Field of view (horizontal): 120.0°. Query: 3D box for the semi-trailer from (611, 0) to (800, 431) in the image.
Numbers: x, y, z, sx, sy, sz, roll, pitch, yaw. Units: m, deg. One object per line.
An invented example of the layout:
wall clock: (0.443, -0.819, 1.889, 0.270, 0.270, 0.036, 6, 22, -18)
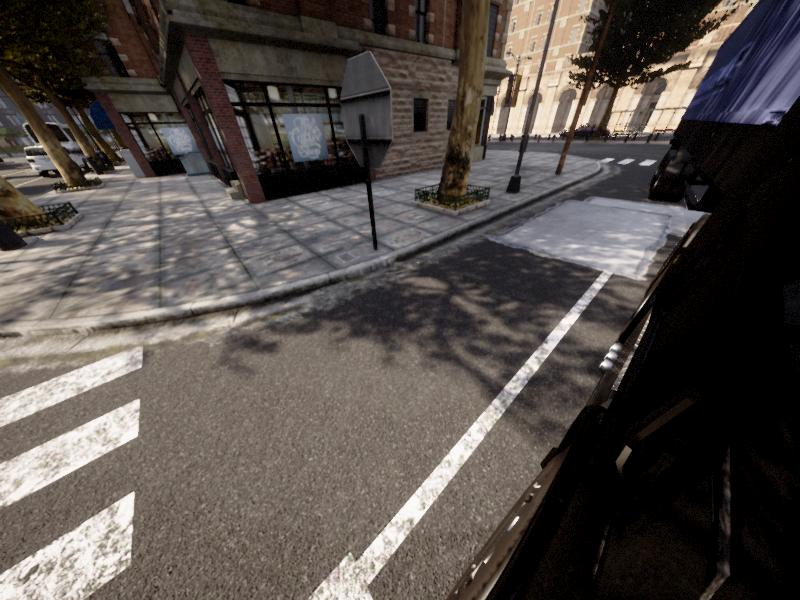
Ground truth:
semi-trailer: (8.070, -3.974, 4.757, 2.717, 4.402, 14.254, 27, 46, 33)

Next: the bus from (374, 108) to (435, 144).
bus: (0.527, -28.664, 38.323, 3.944, 4.253, 10.273, -28, 44, -30)

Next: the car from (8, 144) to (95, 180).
car: (-28.320, -11.573, 19.142, 2.435, 2.045, 5.566, -28, 44, -30)

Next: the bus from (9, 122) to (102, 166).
bus: (-46.152, -21.527, 31.697, 3.944, 4.253, 10.273, -28, 44, -30)

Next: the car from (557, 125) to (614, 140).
car: (24.235, -22.068, 30.433, 2.033, 1.411, 5.357, -28, 44, -30)

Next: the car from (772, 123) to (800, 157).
car: (24.092, -8.305, 11.985, 1.837, 1.490, 4.892, -28, 44, -30)

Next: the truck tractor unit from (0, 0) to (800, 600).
truck tractor unit: (2.645, -0.295, 0.351, 6.516, 4.208, 3.053, -28, 44, -30)

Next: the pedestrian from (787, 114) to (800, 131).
pedestrian: (44.817, -20.076, 25.814, 0.751, 1.860, 0.751, -29, 44, -31)
